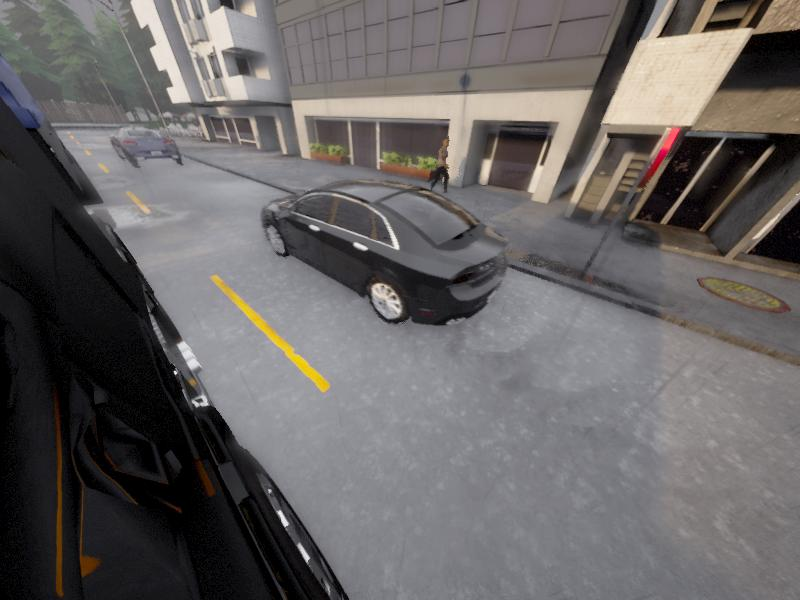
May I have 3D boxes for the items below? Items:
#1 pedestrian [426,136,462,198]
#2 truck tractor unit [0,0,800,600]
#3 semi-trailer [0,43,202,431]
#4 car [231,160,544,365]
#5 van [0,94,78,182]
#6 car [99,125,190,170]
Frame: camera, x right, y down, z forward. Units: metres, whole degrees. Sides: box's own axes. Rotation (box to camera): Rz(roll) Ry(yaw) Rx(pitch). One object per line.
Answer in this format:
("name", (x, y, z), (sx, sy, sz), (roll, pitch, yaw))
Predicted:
("pedestrian", (1.553, -4.846, 8.447), (0.751, 1.860, 0.751), (27, 43, 29))
("truck tractor unit", (-2.645, -0.295, 0.351), (6.516, 4.208, 3.053), (28, 44, 30))
("semi-trailer", (-8.690, -3.619, 4.224), (14.254, 4.402, 2.717), (28, 44, 30))
("car", (-0.654, -1.250, 4.030), (4.892, 1.490, 1.837), (28, 44, 30))
("van", (-16.350, -6.950, 9.737), (5.915, 2.561, 1.988), (28, 44, 30))
("car", (-14.079, -8.494, 12.700), (5.027, 1.651, 2.152), (28, 44, 30))
